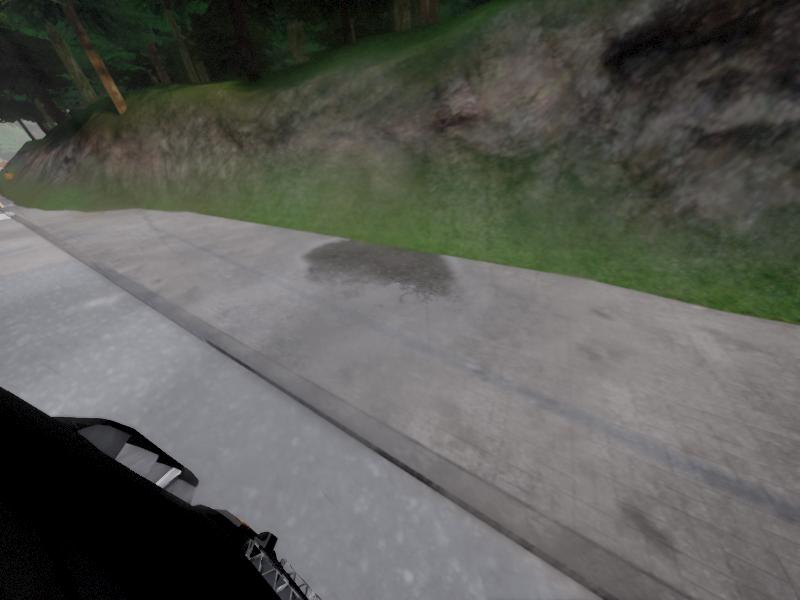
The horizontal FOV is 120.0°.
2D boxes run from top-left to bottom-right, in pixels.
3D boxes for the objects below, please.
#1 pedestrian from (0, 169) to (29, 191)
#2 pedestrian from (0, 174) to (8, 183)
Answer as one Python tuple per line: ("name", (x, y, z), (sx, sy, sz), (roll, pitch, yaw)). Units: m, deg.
("pedestrian", (-38.428, -11.976, 23.003), (0.751, 1.860, 0.751), (21, 40, 31))
("pedestrian", (-60.813, -18.716, 34.863), (0.751, 1.860, 0.751), (16, 38, 26))
